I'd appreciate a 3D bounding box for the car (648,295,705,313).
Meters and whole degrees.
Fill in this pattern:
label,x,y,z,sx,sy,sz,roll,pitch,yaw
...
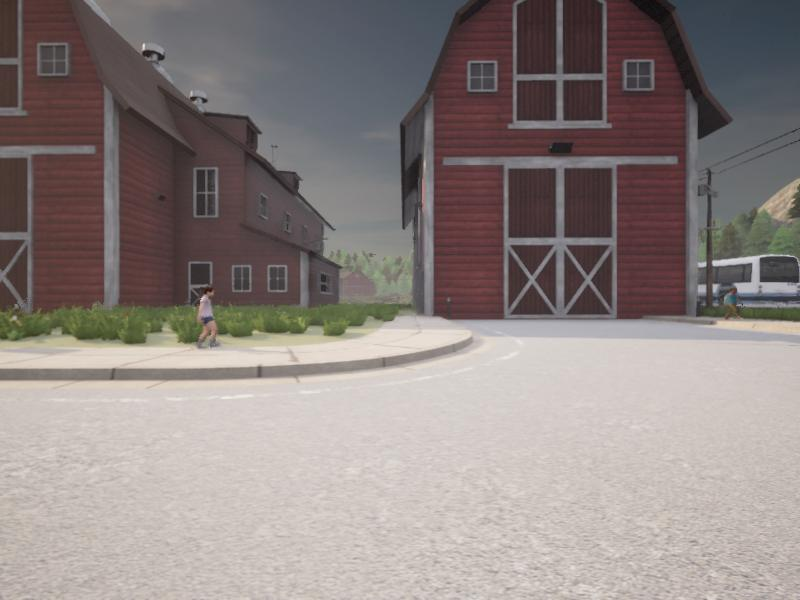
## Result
label,x,y,z,sx,sy,sz,roll,pitch,yaw
car,22.984,0.321,33.480,1.994,1.385,4.181,0,0,1

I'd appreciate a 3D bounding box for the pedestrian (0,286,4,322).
label,x,y,z,sx,sy,sz,roll,pitch,yaw
pedestrian,-12.749,0.127,12.390,0.500,1.100,0.500,0,0,-18

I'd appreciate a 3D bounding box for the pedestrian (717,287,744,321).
label,x,y,z,sx,sy,sz,roll,pitch,yaw
pedestrian,10.935,0.140,13.246,0.500,1.100,0.500,0,0,-16

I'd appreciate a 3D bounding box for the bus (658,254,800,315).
label,x,y,z,sx,sy,sz,roll,pitch,yaw
bus,26.364,-1.118,32.780,3.944,4.253,10.273,0,1,1

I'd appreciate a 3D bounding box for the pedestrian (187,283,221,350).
label,x,y,z,sx,sy,sz,roll,pitch,yaw
pedestrian,-3.348,0.267,6.868,0.500,1.100,0.500,0,0,-23
